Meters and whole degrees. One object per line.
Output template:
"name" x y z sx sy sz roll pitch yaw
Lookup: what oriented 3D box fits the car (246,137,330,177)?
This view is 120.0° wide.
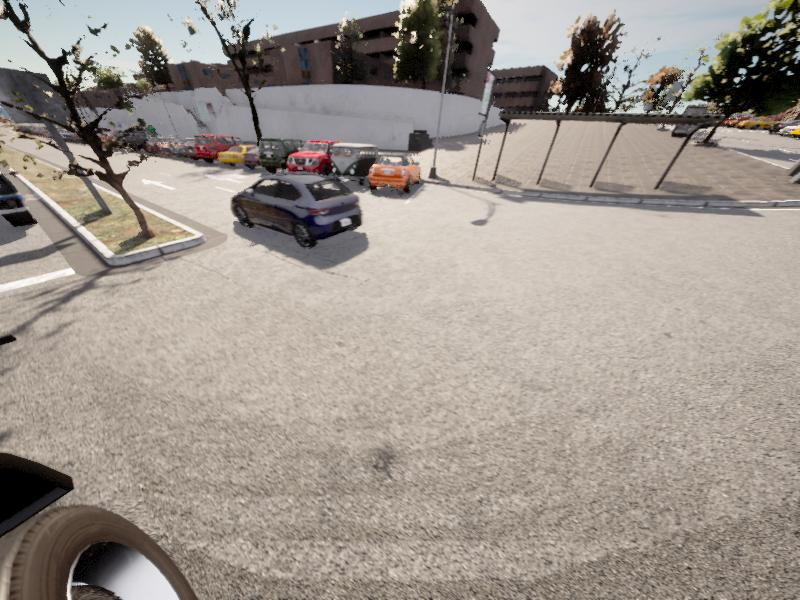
"car" -7.599 -10.401 16.670 2.435 2.045 5.566 9 35 10

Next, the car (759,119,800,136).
"car" 46.865 -20.313 27.203 4.674 1.452 2.002 9 41 9

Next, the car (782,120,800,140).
"car" 43.731 -17.045 23.279 5.366 1.575 1.946 10 41 10

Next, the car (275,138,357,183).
"car" -5.086 -9.359 15.319 2.435 2.045 5.566 10 35 9

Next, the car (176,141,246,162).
"car" -17.691 -14.172 22.001 2.163 1.488 4.792 9 35 10

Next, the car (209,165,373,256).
"car" -2.997 -2.719 6.416 4.193 1.474 1.816 21 40 27

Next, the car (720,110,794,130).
"car" 53.405 -27.087 34.758 5.566 2.045 2.435 9 42 9

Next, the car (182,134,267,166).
"car" -15.158 -13.406 20.553 2.435 2.045 5.566 9 35 9

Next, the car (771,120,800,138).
"car" 45.215 -18.672 25.264 4.674 1.452 2.002 9 42 9

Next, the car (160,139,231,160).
"car" -20.206 -15.177 23.254 2.231 1.521 4.892 9 35 9

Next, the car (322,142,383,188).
"car" -2.598 -8.277 13.951 1.878 1.987 4.442 10 35 10

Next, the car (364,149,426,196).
"car" -0.084 -7.217 12.752 2.185 1.767 4.553 9 35 10

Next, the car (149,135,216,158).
"car" -22.717 -16.289 24.493 2.185 1.767 4.553 9 35 9

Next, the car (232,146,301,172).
"car" -10.136 -11.148 18.107 2.002 1.452 4.674 9 35 10

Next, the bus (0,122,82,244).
"bus" -14.085 -4.497 6.007 10.273 4.253 3.944 22 40 26

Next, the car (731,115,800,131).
"car" 51.977 -25.223 32.945 5.366 1.575 1.946 9 41 9

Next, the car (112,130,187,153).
"car" -30.288 -19.364 28.296 2.435 2.045 5.566 9 35 10

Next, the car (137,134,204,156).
"car" -25.259 -17.248 25.732 2.185 1.767 4.553 9 35 10

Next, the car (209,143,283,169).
"car" -12.610 -12.288 19.530 1.946 1.575 5.366 9 35 10
